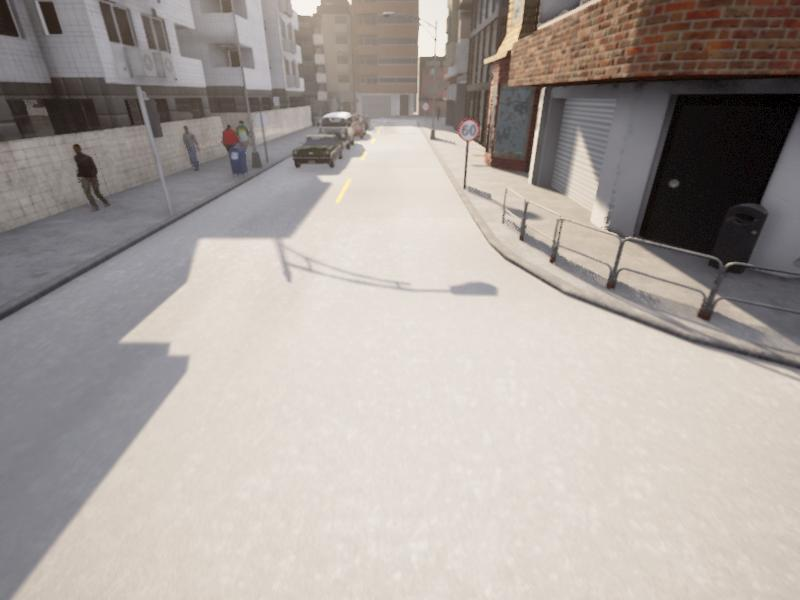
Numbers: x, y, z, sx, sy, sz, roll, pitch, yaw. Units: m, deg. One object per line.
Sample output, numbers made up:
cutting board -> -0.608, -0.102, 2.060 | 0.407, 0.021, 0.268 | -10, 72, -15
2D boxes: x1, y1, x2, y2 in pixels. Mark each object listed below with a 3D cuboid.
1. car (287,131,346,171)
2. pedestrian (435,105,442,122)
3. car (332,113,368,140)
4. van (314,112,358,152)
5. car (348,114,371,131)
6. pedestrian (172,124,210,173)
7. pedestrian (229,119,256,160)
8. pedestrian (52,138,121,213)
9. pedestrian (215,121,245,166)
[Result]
car -> -3.983, -7.514, 19.920 | 1.895, 1.301, 4.718 | 0, 27, 0
pedestrian -> 4.681, -22.654, 48.597 | 0.751, 1.860, 0.751 | 3, 27, 6
car -> -3.966, -14.153, 32.480 | 2.242, 1.667, 4.611 | 0, 27, 0
van -> -3.981, -10.889, 25.697 | 2.069, 2.038, 4.480 | 0, 27, 0
car -> -4.004, -17.861, 40.137 | 1.895, 1.301, 4.718 | 0, 27, 0
pedestrian -> -8.672, -6.303, 16.655 | 0.751, 1.860, 0.751 | 2, 27, 3
pedestrian -> -7.866, -8.052, 20.072 | 0.751, 1.860, 0.751 | -1, 27, -1
pedestrian -> -8.565, -3.420, 11.021 | 0.751, 1.860, 0.751 | -3, 27, -5
pedestrian -> -7.748, -7.147, 18.304 | 0.751, 1.860, 0.751 | 1, 27, 1
